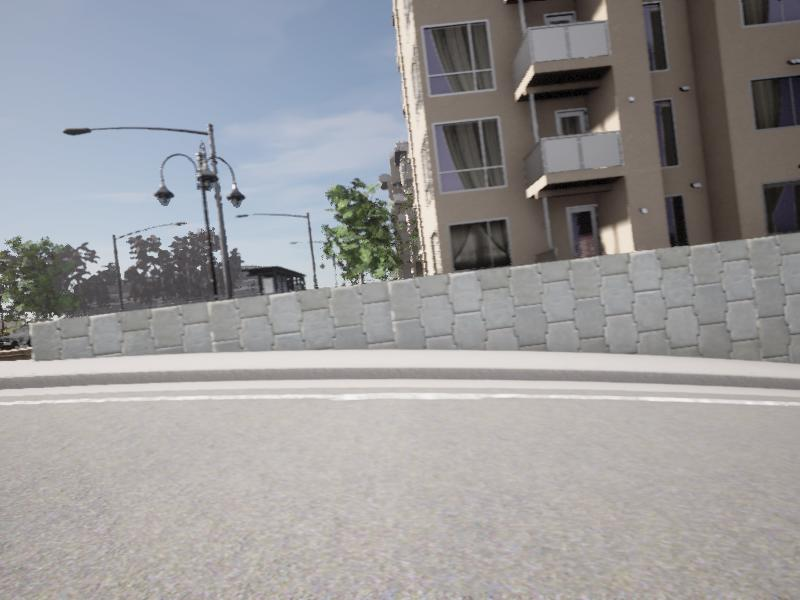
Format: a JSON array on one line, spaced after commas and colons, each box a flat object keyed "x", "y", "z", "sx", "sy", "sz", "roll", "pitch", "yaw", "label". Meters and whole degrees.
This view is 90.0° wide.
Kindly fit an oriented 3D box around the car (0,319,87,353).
[{"x": -21.021, "y": 2.046, "z": 23.498, "sx": 1.816, "sy": 1.474, "sz": 4.193, "roll": -7, "pitch": 0, "yaw": 1, "label": "car"}]

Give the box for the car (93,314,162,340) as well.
[{"x": -20.913, "y": 2.009, "z": 30.960, "sx": 2.007, "sy": 1.525, "sz": 4.514, "roll": -7, "pitch": 0, "yaw": 1, "label": "car"}]

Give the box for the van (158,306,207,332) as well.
[{"x": -20.829, "y": 1.742, "z": 38.563, "sx": 2.069, "sy": 2.038, "sz": 4.480, "roll": -7, "pitch": 0, "yaw": 1, "label": "van"}]

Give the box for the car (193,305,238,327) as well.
[{"x": -20.730, "y": 1.729, "z": 45.292, "sx": 2.150, "sy": 2.045, "sz": 5.566, "roll": -7, "pitch": 0, "yaw": 1, "label": "car"}]

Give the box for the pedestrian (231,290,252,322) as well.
[{"x": -9.753, "y": 0.385, "z": 24.670, "sx": 0.751, "sy": 1.860, "sz": 0.751, "roll": -7, "pitch": 0, "yaw": 7, "label": "pedestrian"}]
